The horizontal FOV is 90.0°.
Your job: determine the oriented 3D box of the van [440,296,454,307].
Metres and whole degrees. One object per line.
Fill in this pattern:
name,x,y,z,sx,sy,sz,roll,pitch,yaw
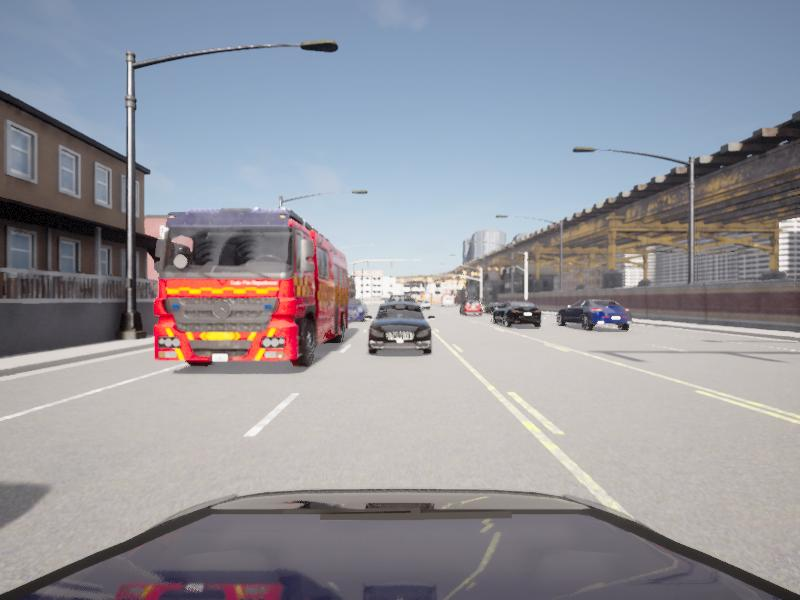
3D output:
van,10.516,0.273,89.562,2.351,2.431,6.366,0,0,0

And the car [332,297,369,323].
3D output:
car,-3.485,0.662,28.966,2.097,1.767,4.553,0,0,0

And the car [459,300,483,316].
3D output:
car,7.006,0.769,39.900,1.789,1.549,3.705,0,0,0

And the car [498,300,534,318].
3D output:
car,10.506,0.782,36.546,1.882,1.535,5.008,0,0,0

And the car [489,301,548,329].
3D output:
car,7.003,0.823,24.256,2.163,1.488,4.792,0,0,0

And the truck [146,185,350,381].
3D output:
truck,-3.492,-0.336,12.033,2.891,3.827,8.468,0,0,0

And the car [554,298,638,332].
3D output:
car,10.502,0.753,21.955,2.152,1.651,5.027,0,0,0

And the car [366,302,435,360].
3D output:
car,0.002,0.828,13.082,1.837,1.490,4.892,0,0,0

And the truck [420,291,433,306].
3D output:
truck,7.023,-0.443,106.438,2.891,3.827,8.468,0,0,0

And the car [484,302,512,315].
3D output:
car,10.506,0.895,43.276,1.895,1.301,4.718,0,0,0

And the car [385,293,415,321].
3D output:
car,0.005,0.532,32.023,2.150,2.045,5.566,0,0,0
